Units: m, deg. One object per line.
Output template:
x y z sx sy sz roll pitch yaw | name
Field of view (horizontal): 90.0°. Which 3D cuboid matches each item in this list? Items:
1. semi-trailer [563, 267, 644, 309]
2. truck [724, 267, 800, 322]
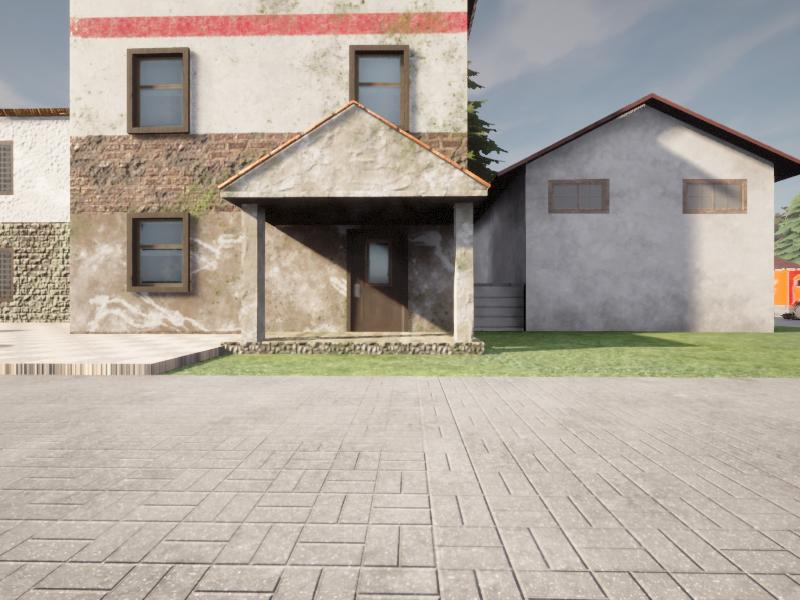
23.798 -1.217 48.180 2.717 4.402 14.254 0 0 1 | semi-trailer
19.150 -0.246 19.433 2.627 2.467 5.204 0 0 0 | truck
